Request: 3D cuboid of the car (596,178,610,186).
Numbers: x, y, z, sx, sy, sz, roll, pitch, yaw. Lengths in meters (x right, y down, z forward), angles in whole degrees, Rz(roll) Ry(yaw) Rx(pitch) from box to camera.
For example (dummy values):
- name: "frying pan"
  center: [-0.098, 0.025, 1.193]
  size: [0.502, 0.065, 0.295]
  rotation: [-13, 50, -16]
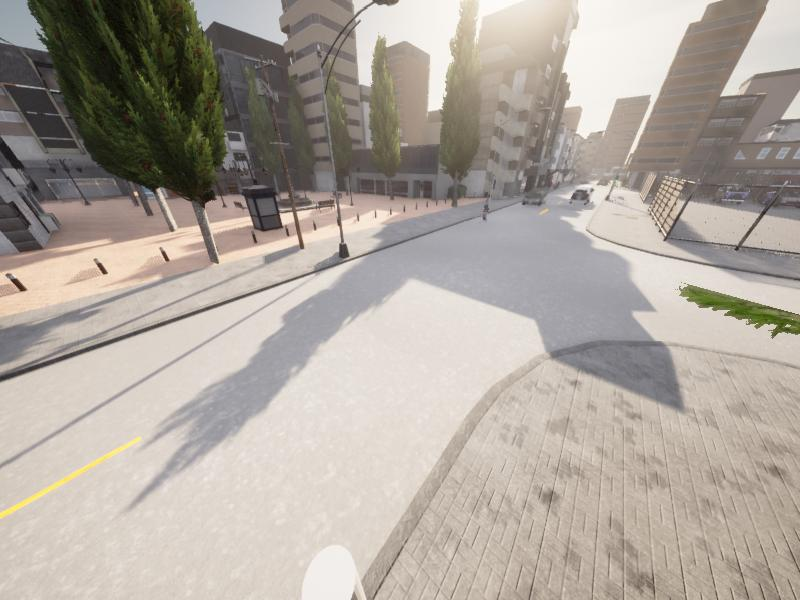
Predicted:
- name: "car"
  center: [52.142, -30.262, 59.211]
  size: [2.033, 1.649, 4.856]
  rotation: [23, 37, 34]

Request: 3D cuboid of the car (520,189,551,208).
- name: "car"
  center: [16.041, -12.015, 27.286]
  size: [2.007, 1.525, 4.514]
  rotation: [23, 37, 34]

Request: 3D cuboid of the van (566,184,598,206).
- name: "van"
  center: [22.678, -13.127, 28.705]
  size: [2.069, 2.038, 4.480]
  rotation: [23, 38, 35]

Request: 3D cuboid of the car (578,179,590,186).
- name: "car"
  center: [49.013, -31.361, 61.455]
  size: [1.895, 1.301, 4.718]
  rotation: [23, 37, 34]

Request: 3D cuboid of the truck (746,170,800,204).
- name: "truck"
  center: [53.824, -14.694, 30.064]
  size: [8.468, 3.827, 2.891]
  rotation: [23, 37, 34]

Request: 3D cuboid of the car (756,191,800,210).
- name: "car"
  center: [43.557, -11.395, 26.194]
  size: [2.033, 1.415, 5.357]
  rotation: [23, 37, 34]

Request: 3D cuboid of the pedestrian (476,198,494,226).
- name: "pedestrian"
  center: [6.565, -6.772, 17.826]
  size: [0.751, 1.860, 0.751]
  rotation: [22, 36, 33]

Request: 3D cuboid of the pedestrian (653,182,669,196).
- name: "pedestrian"
  center: [40.033, -17.047, 35.417]
  size: [0.751, 1.860, 0.751]
  rotation: [11, 32, 18]

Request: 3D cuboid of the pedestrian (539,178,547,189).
- name: "pedestrian"
  center: [28.437, -23.085, 45.873]
  size: [0.751, 1.860, 0.751]
  rotation: [20, 35, 30]

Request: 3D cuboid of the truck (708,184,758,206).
- name: "truck"
  center: [40.630, -13.001, 28.353]
  size: [2.069, 2.038, 4.478]
  rotation: [23, 37, 34]

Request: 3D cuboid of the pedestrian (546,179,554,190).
- name: "pedestrian"
  center: [28.402, -21.838, 43.712]
  size: [0.751, 1.860, 0.751]
  rotation: [23, 37, 34]
